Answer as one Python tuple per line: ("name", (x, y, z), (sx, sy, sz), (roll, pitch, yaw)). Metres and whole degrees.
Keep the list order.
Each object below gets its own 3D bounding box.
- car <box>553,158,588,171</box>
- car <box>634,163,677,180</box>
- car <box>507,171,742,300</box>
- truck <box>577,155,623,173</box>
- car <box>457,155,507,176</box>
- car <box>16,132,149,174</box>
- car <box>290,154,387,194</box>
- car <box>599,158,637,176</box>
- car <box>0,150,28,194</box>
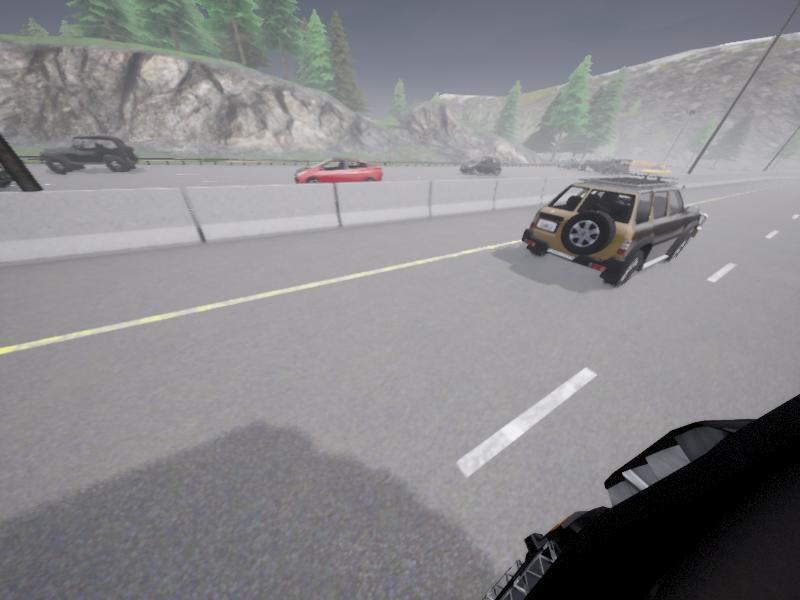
("car", (27.078, -21.494, 36.623), (4.902, 1.511, 2.128), (-16, 38, -26))
("car", (32.245, -16.237, 29.147), (5.366, 1.575, 1.801), (-16, 38, -26))
("car", (5.082, -1.817, 5.322), (4.605, 1.855, 1.932), (-16, 38, -26))
("truck", (29.908, -20.289, 34.527), (6.274, 2.098, 2.390), (-16, 38, -26))
("car", (8.044, -13.248, 22.794), (3.988, 1.617, 1.851), (-8, 35, -16))
("car", (-18.236, -8.682, 13.702), (3.866, 1.878, 1.905), (-16, 38, -26))
("car", (-3.153, -6.645, 12.176), (4.514, 1.525, 2.007), (-10, 36, -18))
("car", (29.097, -17.719, 30.825), (3.866, 1.878, 1.905), (-16, 38, -26))
("car", (-17.160, -4.438, 7.564), (4.553, 1.767, 2.097), (-16, 38, -26))
